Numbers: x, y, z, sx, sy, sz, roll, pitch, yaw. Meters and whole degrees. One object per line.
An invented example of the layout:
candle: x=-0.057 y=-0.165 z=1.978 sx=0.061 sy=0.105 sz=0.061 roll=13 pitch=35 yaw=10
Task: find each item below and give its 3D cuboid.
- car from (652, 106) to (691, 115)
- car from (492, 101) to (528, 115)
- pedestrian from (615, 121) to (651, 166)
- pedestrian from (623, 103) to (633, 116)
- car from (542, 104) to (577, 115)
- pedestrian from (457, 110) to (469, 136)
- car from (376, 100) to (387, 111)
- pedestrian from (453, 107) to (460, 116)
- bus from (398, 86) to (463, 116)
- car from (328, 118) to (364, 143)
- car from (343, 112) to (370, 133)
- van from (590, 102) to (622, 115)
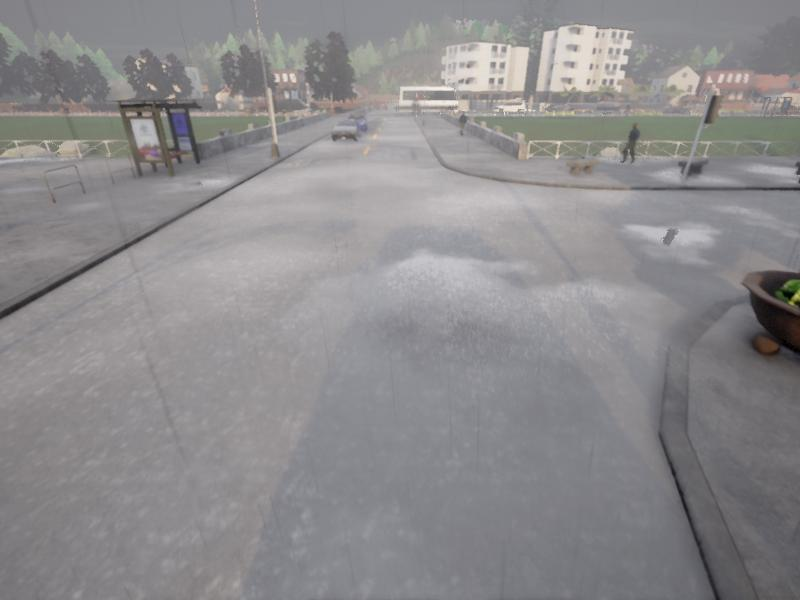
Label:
car: x=47.935 y=-33.571 z=70.726 sx=5.357 sy=1.411 sz=2.033 roll=0 pitch=27 yaw=0
car: x=19.368 y=-33.878 z=70.583 sx=5.566 sy=2.045 sz=2.150 roll=0 pitch=27 yaw=0
pedestrian: x=10.788 y=-7.285 z=18.600 sx=0.751 sy=1.860 sz=0.751 roll=-4 pitch=27 yaw=-8
pedestrian: x=35.508 y=-29.687 z=62.343 sx=0.751 sy=1.860 sz=0.751 roll=0 pitch=27 yaw=0
car: x=28.099 y=-33.693 z=70.674 sx=5.238 sy=1.638 sz=1.930 roll=0 pitch=27 yaw=0
pedestrian: x=5.030 y=-14.214 z=32.086 sx=0.751 sy=1.860 sz=0.751 roll=2 pitch=27 yaw=3
car: x=-4.003 y=-43.170 z=88.680 sx=2.150 sy=2.045 sz=5.566 roll=0 pitch=27 yaw=0
pedestrian: x=8.838 y=-29.452 z=62.454 sx=0.751 sy=1.300 sz=0.751 roll=-3 pitch=27 yaw=-6
bus: x=4.916 y=-33.083 z=66.569 sx=10.273 sy=4.253 sz=3.944 roll=-1 pitch=27 yaw=-2
car: x=-3.989 y=-12.978 z=30.450 sx=2.033 sy=1.411 sz=5.357 roll=0 pitch=27 yaw=0
car: x=-4.001 y=-16.604 z=37.383 sx=2.007 sy=1.525 sz=4.514 roll=0 pitch=27 yaw=0
van: x=36.311 y=-33.839 z=70.593 sx=4.442 sy=1.987 sz=1.775 roll=0 pitch=27 yaw=0
